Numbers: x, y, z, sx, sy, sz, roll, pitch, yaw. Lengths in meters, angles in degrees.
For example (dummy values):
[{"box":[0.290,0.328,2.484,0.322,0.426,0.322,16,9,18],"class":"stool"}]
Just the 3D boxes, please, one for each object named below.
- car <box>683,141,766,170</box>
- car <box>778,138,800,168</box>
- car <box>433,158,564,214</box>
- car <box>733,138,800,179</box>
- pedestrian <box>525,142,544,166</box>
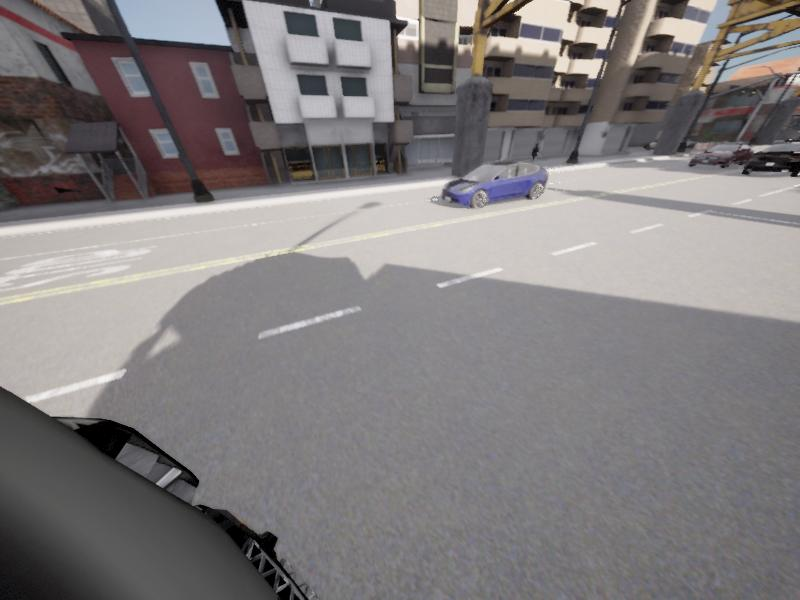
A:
[{"box":[23.205,-10.398,16.562,4.674,1.442,1.812,-16,36,-19],"class":"car"},{"box":[28.056,-9.711,14.994,5.027,1.651,2.152,-16,36,-19],"class":"car"},{"box":[4.084,-5.009,9.864,4.792,1.488,2.163,-16,36,-19],"class":"car"},{"box":[21.637,-7.918,12.765,5.238,1.638,1.930,-16,36,-19],"class":"car"},{"box":[12.443,-13.499,21.374,0.751,1.860,0.751,-15,36,-18],"class":"pedestrian"}]
